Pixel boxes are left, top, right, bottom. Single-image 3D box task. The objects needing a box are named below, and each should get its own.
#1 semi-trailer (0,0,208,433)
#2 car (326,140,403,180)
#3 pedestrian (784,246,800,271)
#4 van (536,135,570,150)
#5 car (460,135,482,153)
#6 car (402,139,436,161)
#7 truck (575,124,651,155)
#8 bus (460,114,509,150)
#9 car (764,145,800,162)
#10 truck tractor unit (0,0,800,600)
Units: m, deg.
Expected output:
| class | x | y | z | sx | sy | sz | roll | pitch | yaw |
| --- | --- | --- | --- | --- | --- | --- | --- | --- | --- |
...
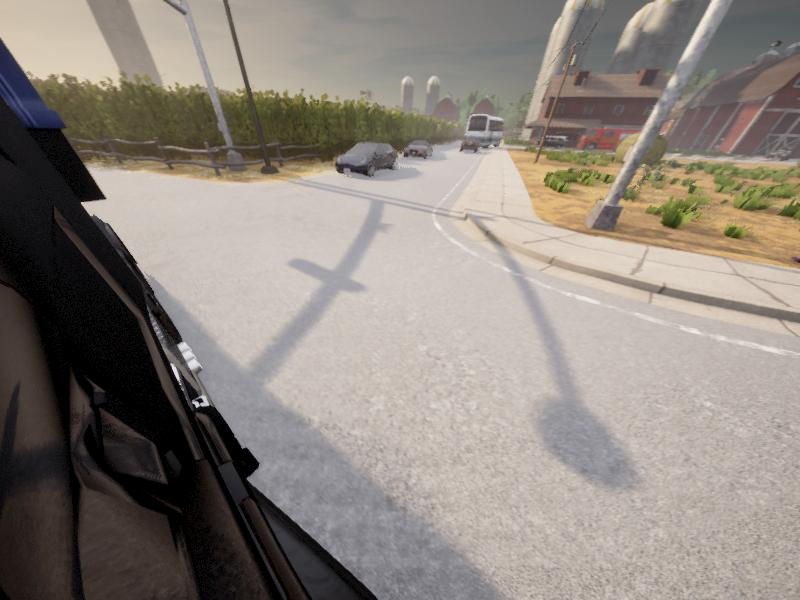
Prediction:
| class | x | y | z | sx | sy | sz | roll | pitch | yaw |
| --- | --- | --- | --- | --- | --- | --- | --- | --- | --- |
| semi-trailer | -9.150 | -3.243 | 3.742 | 14.254 | 4.402 | 2.717 | 23 | 41 | 25 |
| car | -1.751 | -8.248 | 13.381 | 2.163 | 1.488 | 4.792 | 16 | 39 | 17 |
| pedestrian | 8.364 | -1.289 | 3.983 | 0.751 | 1.860 | 0.751 | 24 | 42 | 26 |
| van | 28.027 | -28.992 | 42.533 | 4.480 | 2.038 | 2.069 | 13 | 38 | 14 |
| car | 9.324 | -20.474 | 30.207 | 2.097 | 1.767 | 4.553 | 13 | 38 | 14 |
| car | 1.842 | -13.969 | 21.376 | 1.994 | 1.385 | 4.181 | 13 | 38 | 14 |
| truck | 36.366 | -27.838 | 40.000 | 8.468 | 3.827 | 2.891 | 13 | 38 | 13 |
| bus | 14.232 | -27.845 | 38.349 | 3.944 | 4.253 | 10.273 | 22 | 41 | 26 |
| car | 62.534 | -23.913 | 37.680 | 3.866 | 1.878 | 1.905 | -15 | 46 | -19 |
| truck tractor unit | -2.645 | -0.295 | 0.351 | 6.516 | 4.208 | 3.053 | 28 | 44 | 30 |
